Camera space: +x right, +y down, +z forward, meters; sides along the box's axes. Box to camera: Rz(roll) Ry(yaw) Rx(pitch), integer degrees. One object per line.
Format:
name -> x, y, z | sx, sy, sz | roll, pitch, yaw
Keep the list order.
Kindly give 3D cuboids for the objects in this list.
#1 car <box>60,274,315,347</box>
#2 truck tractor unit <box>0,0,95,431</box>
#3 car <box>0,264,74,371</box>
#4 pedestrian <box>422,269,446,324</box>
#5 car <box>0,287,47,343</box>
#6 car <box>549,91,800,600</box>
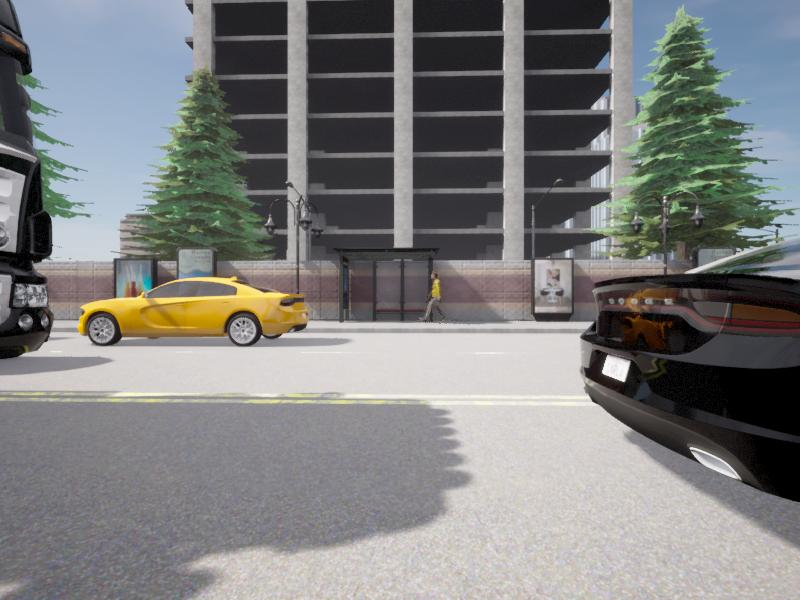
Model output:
car -> -4.699, 0.223, 9.380 | 5.008, 1.535, 1.882 | 0, 0, 2
truck tractor unit -> -6.257, -1.116, 2.426 | 6.516, 4.208, 3.053 | 0, 0, 2
car -> -8.035, 0.245, 5.980 | 4.892, 1.490, 1.837 | 0, 0, 2
pedestrian -> 1.206, -0.115, 13.944 | 0.751, 1.860, 0.751 | 0, 0, 12
car -> -11.627, 0.344, 9.590 | 4.718, 1.301, 1.895 | 0, 0, 2
car -> 3.773, 0.171, 2.126 | 5.238, 1.638, 1.930 | 0, 0, 2
